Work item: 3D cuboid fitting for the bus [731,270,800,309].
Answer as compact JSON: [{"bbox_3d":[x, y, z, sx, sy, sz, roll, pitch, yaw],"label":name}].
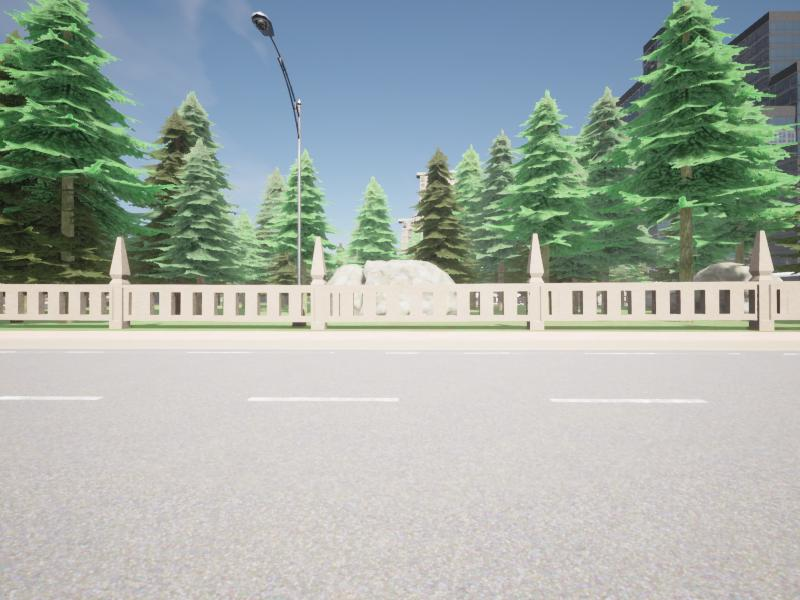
[{"bbox_3d":[45.816,-1.134,47.963,3.944,4.253,10.273,0,0,1],"label":"bus"}]
